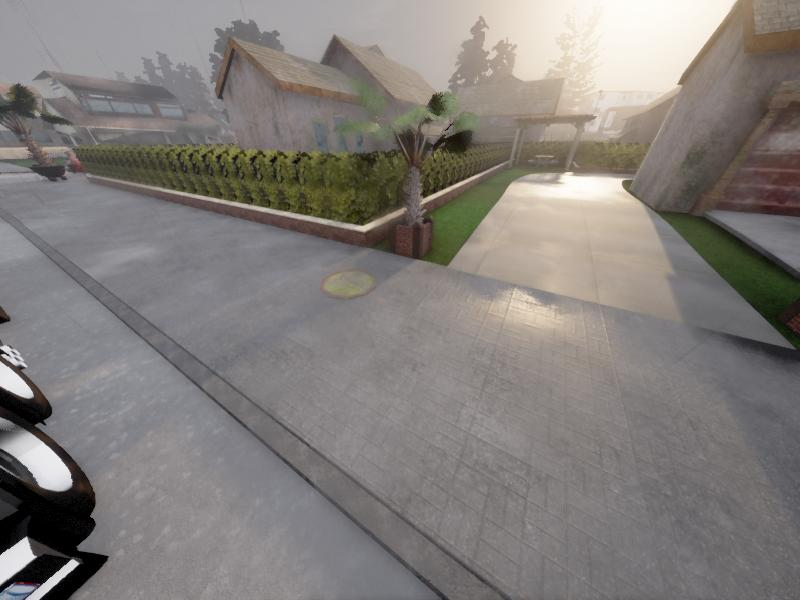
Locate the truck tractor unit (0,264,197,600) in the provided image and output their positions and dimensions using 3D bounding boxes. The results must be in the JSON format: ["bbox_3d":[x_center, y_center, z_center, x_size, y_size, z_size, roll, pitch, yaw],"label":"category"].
[{"bbox_3d":[-5.112,-0.300,0.779,6.516,4.208,3.053,18,39,24],"label":"truck tractor unit"}]
